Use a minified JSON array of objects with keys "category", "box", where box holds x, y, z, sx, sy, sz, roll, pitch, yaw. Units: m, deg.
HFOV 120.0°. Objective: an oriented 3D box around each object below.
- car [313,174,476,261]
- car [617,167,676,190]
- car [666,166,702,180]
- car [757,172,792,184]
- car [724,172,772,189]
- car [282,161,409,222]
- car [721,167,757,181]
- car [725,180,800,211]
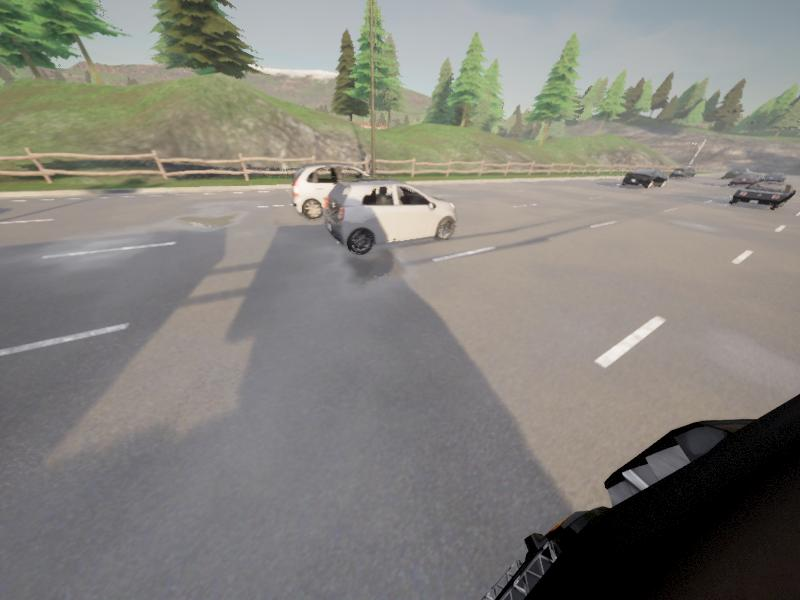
[{"category":"car","box":[-0.130,-2.406,6.191,3.633,1.501,1.845,-16,38,-26]},{"category":"car","box":[22.191,-10.984,20.814,5.008,1.535,1.882,-16,38,-26]},{"category":"car","box":[41.943,-18.823,34.147,4.514,1.525,2.007,-16,38,-26]},{"category":"car","box":[55.807,-18.234,34.448,4.181,1.385,1.994,-16,38,-26]},{"category":"car","box":[39.635,-13.641,26.285,5.357,1.411,2.033,-16,38,-26]},{"category":"car","box":[-1.914,-4.065,8.478,3.988,1.617,1.851,-12,36,-21]},{"category":"car","box":[53.753,-20.049,36.664,4.553,1.767,2.097,-16,38,-26]},{"category":"car","box":[23.139,-6.684,14.629,4.718,1.301,1.895,-16,38,-26]}]
